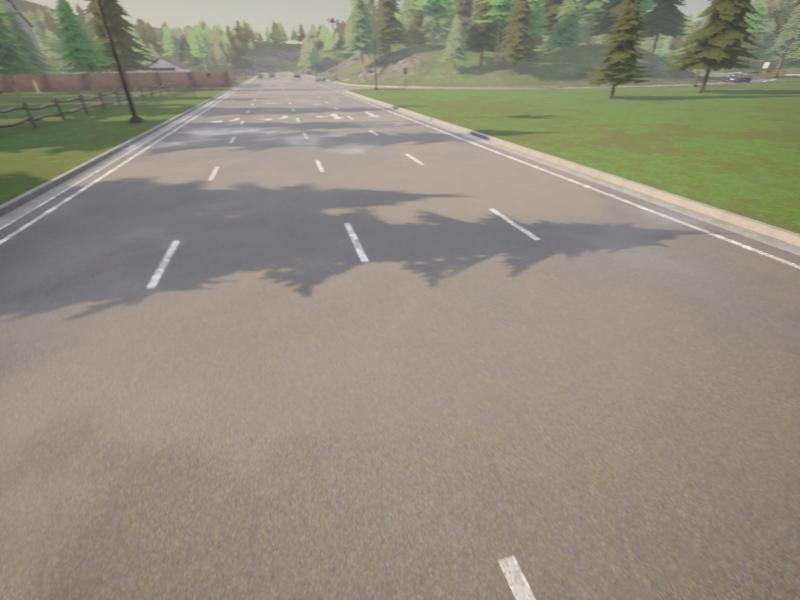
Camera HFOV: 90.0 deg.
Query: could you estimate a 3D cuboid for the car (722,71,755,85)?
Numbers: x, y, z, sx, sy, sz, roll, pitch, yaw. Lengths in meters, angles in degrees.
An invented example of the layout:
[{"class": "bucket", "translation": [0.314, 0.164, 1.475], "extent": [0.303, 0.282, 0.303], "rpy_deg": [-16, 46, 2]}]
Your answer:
[{"class": "car", "translation": [52.134, -34.167, 61.529], "extent": [5.027, 1.651, 2.152], "rpy_deg": [-21, 36, -31]}]
